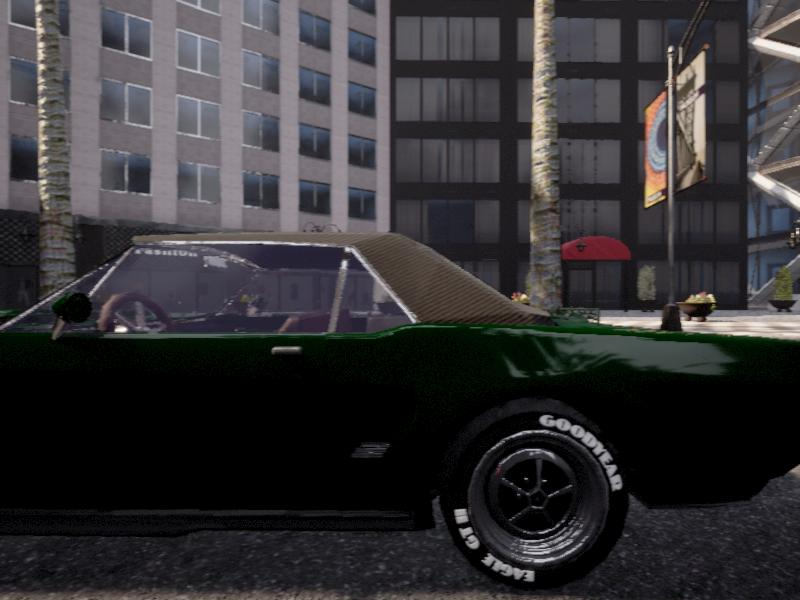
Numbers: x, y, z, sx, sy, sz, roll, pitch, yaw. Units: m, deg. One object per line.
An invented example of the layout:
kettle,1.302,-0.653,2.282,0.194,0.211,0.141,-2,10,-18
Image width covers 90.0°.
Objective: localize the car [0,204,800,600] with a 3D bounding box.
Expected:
car,-0.894,0.342,2.235,4.718,1.301,1.895,0,0,0
